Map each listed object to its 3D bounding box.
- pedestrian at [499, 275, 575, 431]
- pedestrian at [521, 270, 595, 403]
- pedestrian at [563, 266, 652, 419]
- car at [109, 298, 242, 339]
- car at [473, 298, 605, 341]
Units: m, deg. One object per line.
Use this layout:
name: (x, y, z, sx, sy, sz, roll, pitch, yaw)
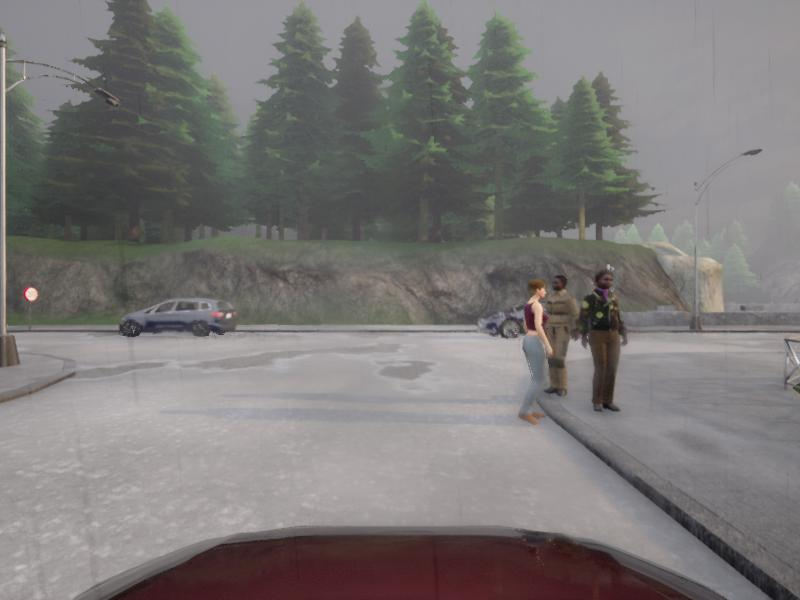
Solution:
pedestrian: (1.736, 0.635, 5.173, 0.751, 1.860, 0.751, 0, 0, 2)
pedestrian: (2.407, 0.513, 6.127, 0.751, 1.860, 0.751, 0, 0, -31)
pedestrian: (2.684, 0.514, 5.247, 0.751, 1.860, 0.751, 0, 0, -3)
car: (-9.669, 0.749, 17.560, 4.611, 1.667, 2.242, 0, 0, 1)
car: (5.734, 0.772, 16.815, 4.856, 1.649, 2.033, 0, 0, -8)
